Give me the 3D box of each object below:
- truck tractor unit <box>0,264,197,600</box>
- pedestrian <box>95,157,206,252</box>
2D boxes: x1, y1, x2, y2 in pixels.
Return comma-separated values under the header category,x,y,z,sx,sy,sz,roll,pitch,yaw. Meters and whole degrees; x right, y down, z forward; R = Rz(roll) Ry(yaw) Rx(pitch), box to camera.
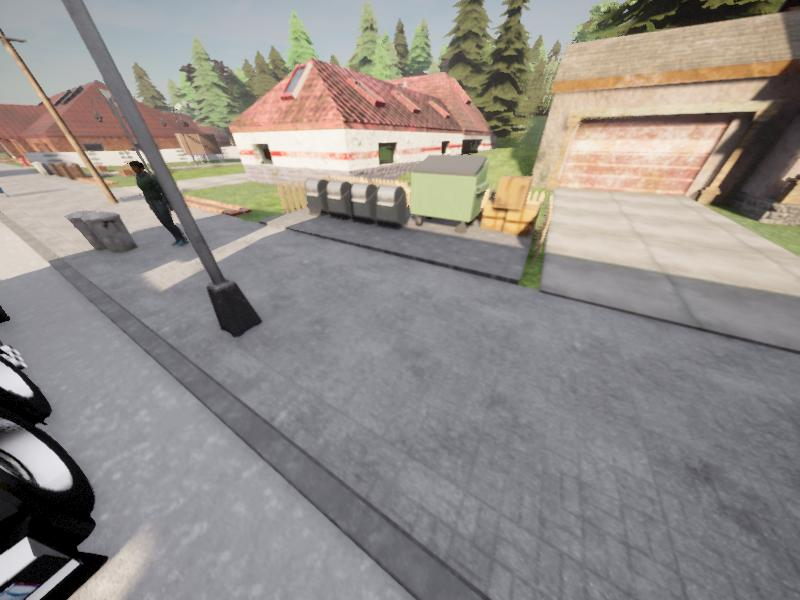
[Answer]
category,x,y,z,sx,sy,sz,roll,pitch,yaw
truck tractor unit,-5.109,-0.302,0.779,6.516,4.208,3.053,18,39,24
pedestrian,-5.538,-2.165,5.298,0.751,1.860,0.751,9,36,13
